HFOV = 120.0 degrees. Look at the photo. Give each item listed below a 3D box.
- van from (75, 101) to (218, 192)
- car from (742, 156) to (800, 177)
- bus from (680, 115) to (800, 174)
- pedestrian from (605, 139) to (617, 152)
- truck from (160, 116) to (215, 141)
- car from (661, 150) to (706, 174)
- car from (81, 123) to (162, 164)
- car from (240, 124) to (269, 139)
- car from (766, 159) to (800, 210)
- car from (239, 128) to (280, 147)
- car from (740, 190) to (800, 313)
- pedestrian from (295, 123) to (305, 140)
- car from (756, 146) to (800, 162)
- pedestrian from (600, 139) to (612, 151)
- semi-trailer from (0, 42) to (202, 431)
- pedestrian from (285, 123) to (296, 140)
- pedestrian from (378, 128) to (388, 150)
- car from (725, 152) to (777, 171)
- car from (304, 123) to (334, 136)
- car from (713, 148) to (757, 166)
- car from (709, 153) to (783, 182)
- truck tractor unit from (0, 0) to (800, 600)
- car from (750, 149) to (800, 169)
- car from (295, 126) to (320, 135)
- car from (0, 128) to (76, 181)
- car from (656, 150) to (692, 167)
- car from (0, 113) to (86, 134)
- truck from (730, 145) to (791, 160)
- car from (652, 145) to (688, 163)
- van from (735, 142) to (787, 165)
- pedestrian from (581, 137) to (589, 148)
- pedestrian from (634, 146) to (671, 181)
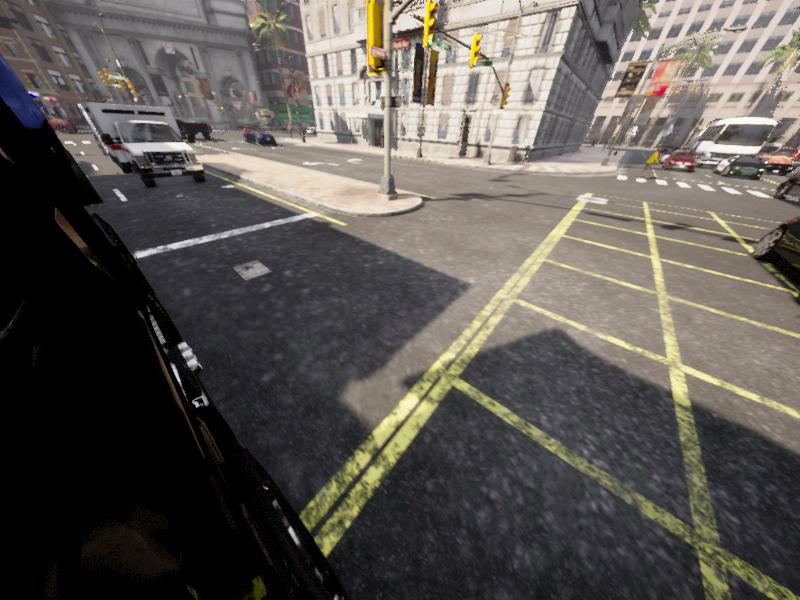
[{"bbox_3d":[-10.697,-6.589,9.712,6.366,2.431,2.351,28,44,30],"label":"van"},{"bbox_3d":[35.798,-12.972,22.313,1.895,1.301,4.718,28,44,30],"label":"car"},{"bbox_3d":[34.745,-16.559,24.564,3.944,4.253,10.273,28,44,30],"label":"bus"},{"bbox_3d":[36.011,-26.409,39.501,0.751,1.860,0.751,27,43,29],"label":"pedestrian"},{"bbox_3d":[-24.800,-20.015,26.960,6.274,2.098,2.390,25,42,27],"label":"truck"},{"bbox_3d":[26.070,-12.887,21.420,1.812,1.442,4.674,28,44,30],"label":"car"},{"bbox_3d":[-16.588,-9.412,13.752,4.856,1.649,2.033,28,44,30],"label":"car"},{"bbox_3d":[-21.709,-25.259,34.582,1.851,1.617,3.988,0,37,-3],"label":"car"},{"bbox_3d":[19.135,-4.964,10.018,1.932,1.855,4.605,28,43,29],"label":"car"},{"bbox_3d":[-15.235,-17.586,24.972,4.181,1.385,1.994,28,44,30],"label":"car"},{"bbox_3d":[8.343,-0.626,3.828,1.970,1.475,3.806,28,43,29],"label":"car"},{"bbox_3d":[-14.252,-24.029,32.935,0.751,1.860,0.751,16,39,17],"label":"pedestrian"},{"bbox_3d":[73.510,-27.885,44.144,5.566,2.045,2.150,14,38,14],"label":"car"},{"bbox_3d":[37.077,-27.957,41.639,0.751,1.860,0.751,-29,47,-35],"label":"pedestrian"},{"bbox_3d":[-8.694,-3.617,4.220,14.254,4.402,2.717,28,44,30],"label":"semi-trailer"},{"bbox_3d":[-15.306,-23.616,32.313,0.751,1.860,0.751,4,37,2],"label":"pedestrian"},{"bbox_3d":[-1.773,-16.776,24.093,0.751,1.860,0.751,31,45,32],"label":"pedestrian"},{"bbox_3d":[40.398,-16.135,26.764,2.033,1.411,5.357,28,44,30],"label":"car"},{"bbox_3d":[-17.596,-37.210,50.447,2.150,2.045,5.566,29,44,30],"label":"car"},{"bbox_3d":[45.020,-19.394,31.236,2.152,1.651,5.027,29,44,30],"label":"car"},{"bbox_3d":[28.076,-11.025,18.996,2.038,1.542,4.974,28,43,29],"label":"car"},{"bbox_3d":[-2.645,-0.295,0.351,6.516,4.208,3.053,28,44,30],"label":"truck tractor unit"},{"bbox_3d":[47.598,-17.922,29.301,2.097,1.767,4.553,28,44,30],"label":"car"},{"bbox_3d":[-20.722,-38.156,52.002,1.812,1.442,4.674,28,44,30],"label":"car"},{"bbox_3d":[-16.252,-6.398,9.945,5.357,1.411,2.033,28,44,30],"label":"car"},{"bbox_3d":[30.432,-15.847,25.789,1.895,1.301,4.718,28,44,30],"label":"car"},{"bbox_3d":[-40.602,-20.098,26.406,5.027,1.651,2.152,-13,40,-21],"label":"car"},{"bbox_3d":[74.521,-30.729,47.956,6.274,2.098,2.390,22,41,24],"label":"truck"},{"bbox_3d":[34.973,-19.071,30.087,2.242,1.667,4.611,29,44,30],"label":"car"},{"bbox_3d":[52.220,-21.372,33.596,1.988,2.561,5.915,28,44,30],"label":"van"},{"bbox_3d":[41.369,-35.241,51.653,0.751,1.860,0.751,28,44,30],"label":"pedestrian"},{"bbox_3d":[16.373,-8.895,15.048,0.751,1.860,0.751,22,41,24],"label":"pedestrian"}]
